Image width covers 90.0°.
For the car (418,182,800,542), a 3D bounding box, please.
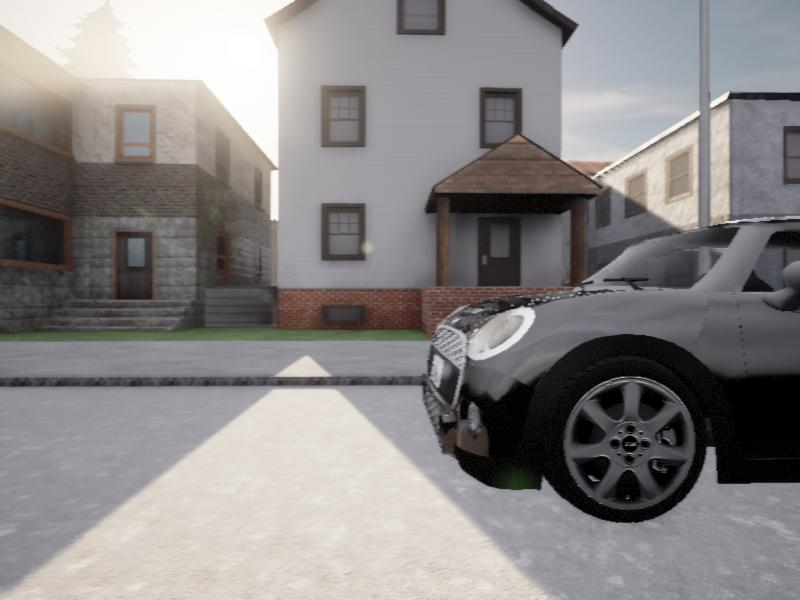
[{"bbox_3d":[2.101,0.255,2.694,3.806,1.475,1.970,0,0,-2],"label":"car"}]
